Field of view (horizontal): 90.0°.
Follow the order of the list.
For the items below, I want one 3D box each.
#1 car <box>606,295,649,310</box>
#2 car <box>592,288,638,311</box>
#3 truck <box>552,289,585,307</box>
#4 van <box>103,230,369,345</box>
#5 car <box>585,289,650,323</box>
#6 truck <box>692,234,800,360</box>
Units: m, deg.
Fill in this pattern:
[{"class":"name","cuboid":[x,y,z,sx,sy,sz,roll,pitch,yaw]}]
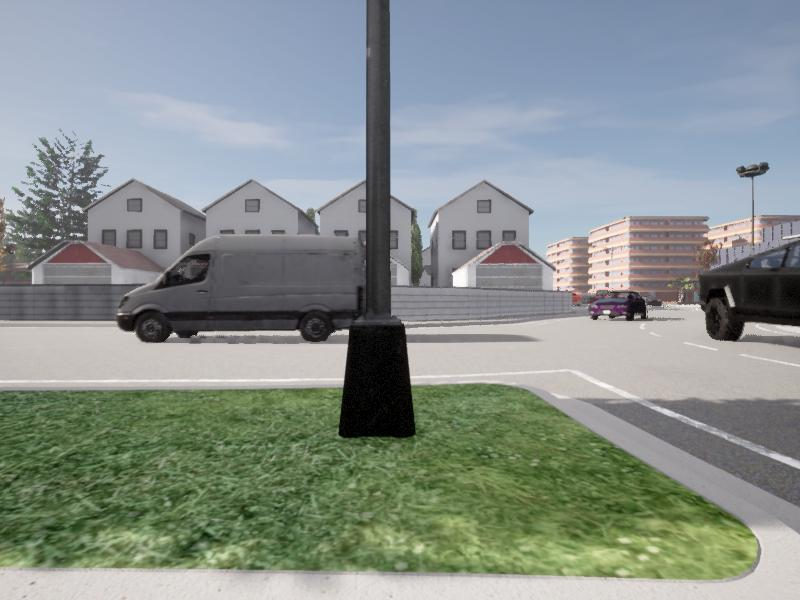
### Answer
[{"class":"car","cuboid":[24.770,0.224,43.765,2.038,1.542,4.974,0,0,3]},{"class":"car","cuboid":[21.044,-0.030,39.512,2.150,2.045,5.566,0,0,7]},{"class":"truck","cuboid":[24.699,-0.228,58.989,2.627,2.467,5.204,0,-1,-1]},{"class":"van","cuboid":[-3.753,-0.278,10.139,5.915,2.561,1.988,0,0,-4]},{"class":"car","cuboid":[10.773,0.254,19.661,1.816,1.474,4.193,0,0,43]},{"class":"truck","cuboid":[8.161,-0.059,7.494,2.390,2.098,6.274,0,0,16]}]
